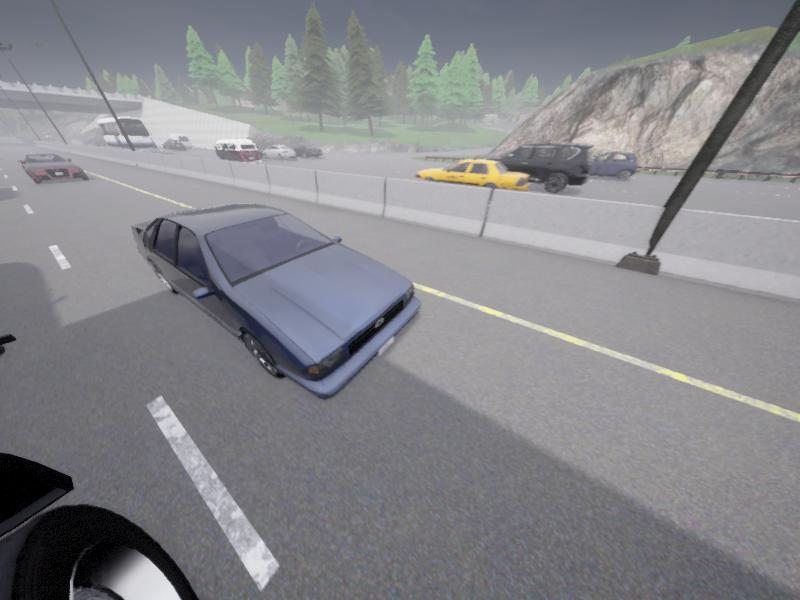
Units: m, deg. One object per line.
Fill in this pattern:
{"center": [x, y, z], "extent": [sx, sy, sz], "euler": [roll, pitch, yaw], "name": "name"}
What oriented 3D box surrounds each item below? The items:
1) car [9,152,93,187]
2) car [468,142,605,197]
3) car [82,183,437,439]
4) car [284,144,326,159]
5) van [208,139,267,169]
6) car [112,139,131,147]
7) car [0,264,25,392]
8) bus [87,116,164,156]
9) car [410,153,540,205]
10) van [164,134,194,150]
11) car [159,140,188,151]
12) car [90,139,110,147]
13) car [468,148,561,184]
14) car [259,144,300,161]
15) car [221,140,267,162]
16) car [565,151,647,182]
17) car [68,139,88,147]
{"center": [-20.490, -7.772, 13.578], "extent": [4.181, 1.385, 1.994], "euler": [21, 40, 27], "name": "car"}
{"center": [6.825, -7.055, 12.194], "extent": [5.566, 2.045, 2.150], "euler": [21, 40, 27], "name": "car"}
{"center": [-2.360, -0.662, 3.617], "extent": [5.357, 1.411, 2.033], "euler": [21, 40, 27], "name": "car"}
{"center": [-12.297, -19.166, 29.783], "extent": [5.357, 1.411, 2.033], "euler": [21, 40, 27], "name": "car"}
{"center": [-14.286, -12.913, 20.336], "extent": [4.480, 2.038, 2.069], "euler": [21, 40, 27], "name": "van"}
{"center": [-69.580, -39.264, 57.750], "extent": [4.193, 1.474, 1.816], "euler": [21, 40, 27], "name": "car"}
{"center": [-6.780, -0.065, 2.533], "extent": [4.856, 1.649, 2.033], "euler": [21, 40, 27], "name": "car"}
{"center": [-40.087, -23.864, 33.746], "extent": [10.273, 4.253, 3.944], "euler": [22, 40, 27], "name": "bus"}
{"center": [3.224, -5.845, 10.854], "extent": [5.366, 1.575, 1.801], "euler": [21, 40, 27], "name": "car"}
{"center": [-45.635, -32.731, 47.758], "extent": [5.915, 2.561, 1.988], "euler": [22, 40, 27], "name": "van"}
{"center": [-41.397, -28.273, 42.224], "extent": [4.611, 1.667, 2.242], "euler": [22, 40, 27], "name": "car"}
{"center": [-73.005, -38.177, 56.178], "extent": [4.193, 1.474, 1.816], "euler": [21, 40, 27], "name": "car"}
{"center": [7.465, -9.063, 15.415], "extent": [5.027, 1.651, 2.152], "euler": [21, 40, 27], "name": "car"}
{"center": [-14.275, -17.528, 27.400], "extent": [4.674, 1.442, 1.812], "euler": [22, 40, 27], "name": "car"}
{"center": [-17.103, -16.386, 25.379], "extent": [4.605, 1.855, 1.932], "euler": [21, 40, 27], "name": "car"}
{"center": [13.601, -9.049, 15.526], "extent": [3.633, 1.501, 1.845], "euler": [21, 40, 27], "name": "car"}
{"center": [-75.398, -36.670, 54.050], "extent": [4.674, 1.442, 1.812], "euler": [21, 40, 27], "name": "car"}
